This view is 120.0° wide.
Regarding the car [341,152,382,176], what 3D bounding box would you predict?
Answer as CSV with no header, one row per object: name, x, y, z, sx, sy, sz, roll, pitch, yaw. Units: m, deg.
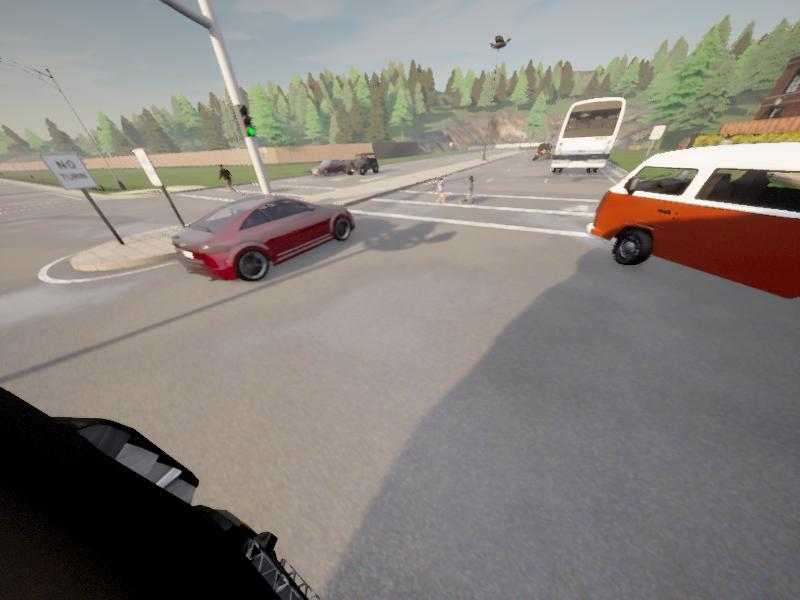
car,-3.796,-13.902,23.567,1.905,1.878,3.866,16,38,26

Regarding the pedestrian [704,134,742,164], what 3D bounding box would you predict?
pedestrian,23.792,-11.120,17.060,0.751,1.860,0.751,20,40,30

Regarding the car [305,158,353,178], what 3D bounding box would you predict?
car,-7.349,-14.064,24.475,1.812,1.442,4.674,16,38,26

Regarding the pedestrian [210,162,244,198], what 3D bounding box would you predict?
pedestrian,-10.439,-7.263,13.987,0.751,1.860,0.751,12,36,21

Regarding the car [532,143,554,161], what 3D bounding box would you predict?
car,19.433,-20.105,31.263,1.905,1.878,3.866,16,38,26

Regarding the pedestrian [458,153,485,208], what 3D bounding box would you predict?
pedestrian,2.873,-4.805,9.329,0.751,1.860,0.751,11,36,19

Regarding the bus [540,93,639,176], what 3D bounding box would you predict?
bus,14.900,-13.168,18.956,3.944,4.253,10.273,17,38,27

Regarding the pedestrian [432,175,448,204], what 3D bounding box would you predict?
pedestrian,1.759,-4.852,10.145,0.500,1.100,0.500,13,36,22

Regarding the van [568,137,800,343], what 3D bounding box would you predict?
van,5.583,-1.109,3.396,2.069,2.038,4.480,-12,35,-11

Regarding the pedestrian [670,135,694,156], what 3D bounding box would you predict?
pedestrian,31.427,-17.243,25.769,0.751,1.860,0.751,-11,34,-12

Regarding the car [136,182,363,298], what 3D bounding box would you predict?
car,-3.076,-1.895,5.820,1.994,1.385,4.181,15,37,25

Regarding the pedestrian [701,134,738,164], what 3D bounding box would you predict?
pedestrian,24.354,-11.526,17.633,0.751,1.860,0.751,15,38,25
